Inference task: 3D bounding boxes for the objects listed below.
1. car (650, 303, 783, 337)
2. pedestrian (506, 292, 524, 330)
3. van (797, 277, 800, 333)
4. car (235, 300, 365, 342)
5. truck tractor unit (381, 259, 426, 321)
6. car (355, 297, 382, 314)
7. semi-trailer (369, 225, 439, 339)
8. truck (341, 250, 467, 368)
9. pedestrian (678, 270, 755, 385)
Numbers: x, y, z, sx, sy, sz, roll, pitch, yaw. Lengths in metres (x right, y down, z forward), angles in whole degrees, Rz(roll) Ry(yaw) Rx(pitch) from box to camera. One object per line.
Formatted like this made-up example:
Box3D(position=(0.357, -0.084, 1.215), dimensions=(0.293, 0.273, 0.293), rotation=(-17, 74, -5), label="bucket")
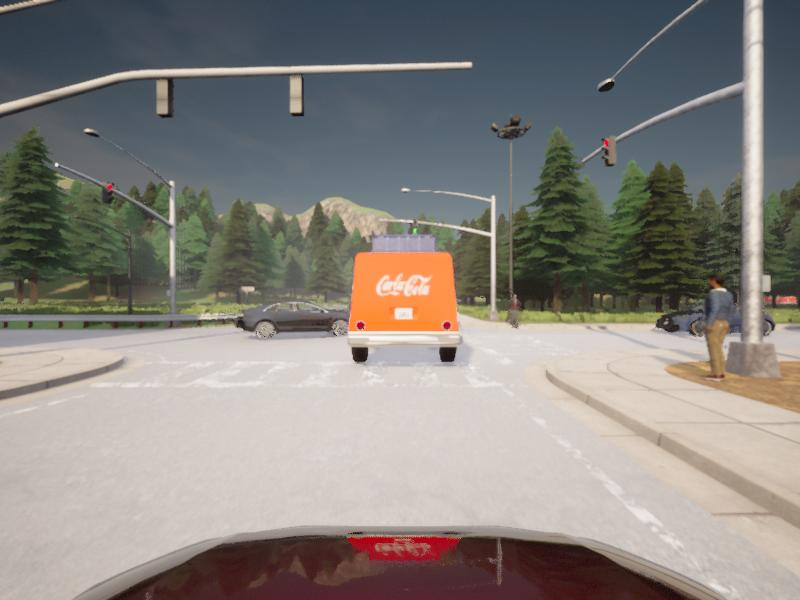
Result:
Box3D(position=(13.638, 0.817, 17.453), dimensions=(4.181, 1.385, 1.994), rotation=(0, 0, 2), label="car")
Box3D(position=(5.777, 0.538, 20.088), dimensions=(0.751, 1.860, 0.751), rotation=(0, 0, 7), label="pedestrian")
Box3D(position=(21.119, 0.226, 17.246), dimensions=(5.915, 2.561, 1.988), rotation=(0, 0, 2), label="van")
Box3D(position=(-4.104, 0.760, 16.379), dimensions=(4.902, 1.511, 2.128), rotation=(0, 0, -22), label="car")
Box3D(position=(0.287, -0.708, 30.518), dimensions=(3.053, 4.208, 6.516), rotation=(0, 1, 1), label="truck tractor unit")
Box3D(position=(-3.106, 0.517, 40.159), dimensions=(2.242, 1.667, 4.611), rotation=(0, 0, 1), label="car")
Box3D(position=(0.216, -0.745, 22.601), dimensions=(2.717, 4.402, 14.254), rotation=(0, 0, 1), label="semi-trailer")
Box3D(position=(0.105, 0.267, 11.011), dimensions=(2.627, 2.467, 5.204), rotation=(0, -2, 1), label="truck")
Box3D(position=(5.453, 0.443, 6.912), dimensions=(0.751, 1.860, 0.751), rotation=(0, 0, -19), label="pedestrian")
